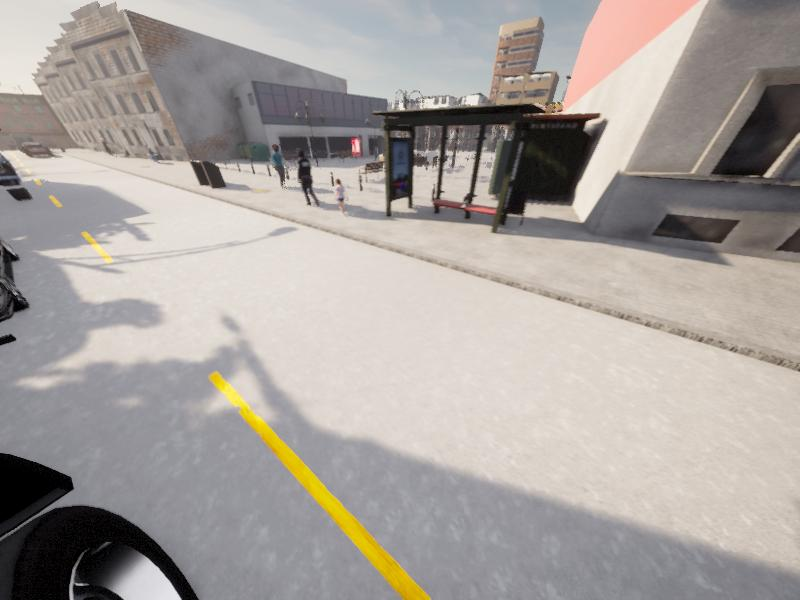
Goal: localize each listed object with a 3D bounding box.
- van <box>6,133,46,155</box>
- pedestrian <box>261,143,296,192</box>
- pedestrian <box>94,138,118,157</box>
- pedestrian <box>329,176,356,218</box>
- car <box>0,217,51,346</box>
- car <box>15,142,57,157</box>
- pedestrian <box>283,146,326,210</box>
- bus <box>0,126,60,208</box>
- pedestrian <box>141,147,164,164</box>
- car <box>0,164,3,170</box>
[{"bbox_3d":[-56.760,-23.694,35.070,5.915,2.561,1.988,22,41,28],"label":"van"},{"bbox_3d":[-5.581,-6.114,10.688,0.751,1.860,0.751,30,45,35],"label":"pedestrian"},{"bbox_3d":[-34.404,-17.855,27.055,0.751,1.860,0.751,13,37,17],"label":"pedestrian"},{"bbox_3d":[-1.822,-3.296,7.387,0.500,1.100,0.500,-26,43,-33],"label":"pedestrian"},{"bbox_3d":[-7.776,-0.596,3.471,5.357,1.411,2.033,22,41,28],"label":"car"},{"bbox_3d":[-46.037,-19.044,29.180,4.792,1.488,2.163,22,41,28],"label":"car"},{"bbox_3d":[-3.298,-4.283,8.114,0.751,1.860,0.751,28,43,33],"label":"pedestrian"},{"bbox_3d":[-19.269,-6.543,9.317,10.273,4.253,3.944,22,41,28],"label":"bus"},{"bbox_3d":[-22.453,-13.134,20.962,0.751,1.300,0.751,17,38,22],"label":"pedestrian"},{"bbox_3d":[-33.216,-11.177,17.794,3.866,1.878,1.905,22,41,28],"label":"car"}]
